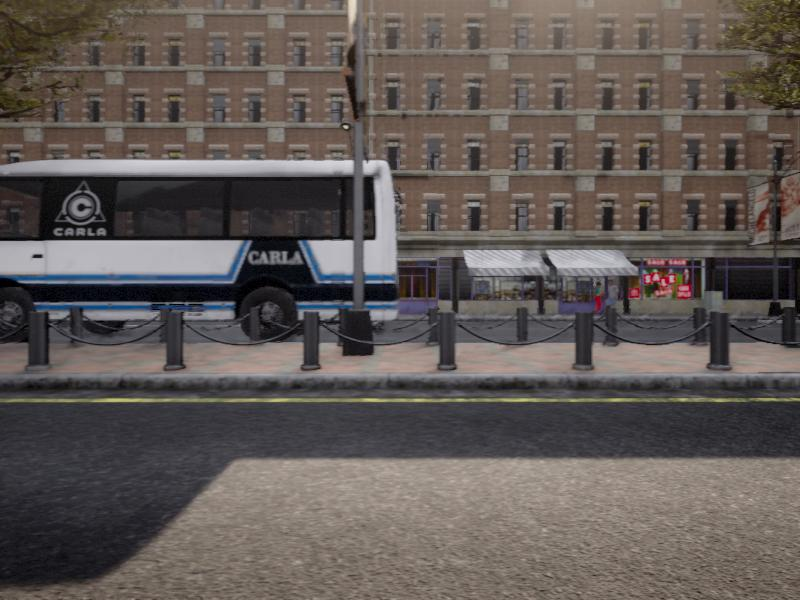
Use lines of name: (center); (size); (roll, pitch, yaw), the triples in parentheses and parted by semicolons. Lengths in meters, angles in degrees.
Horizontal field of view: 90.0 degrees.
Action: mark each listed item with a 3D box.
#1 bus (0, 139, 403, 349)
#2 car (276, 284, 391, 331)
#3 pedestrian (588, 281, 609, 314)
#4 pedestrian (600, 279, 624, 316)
bus: (-5.072, -1.132, 10.078); (10.273, 4.253, 3.944); (0, 0, 0)
car: (-2.133, 0.229, 13.700); (3.633, 1.501, 1.845); (0, 0, 0)
pedestrian: (11.300, -0.120, 22.802); (0.751, 1.860, 0.751); (0, 0, -7)
pedestrian: (10.673, -0.119, 20.119); (0.751, 1.860, 0.751); (0, 0, -15)
